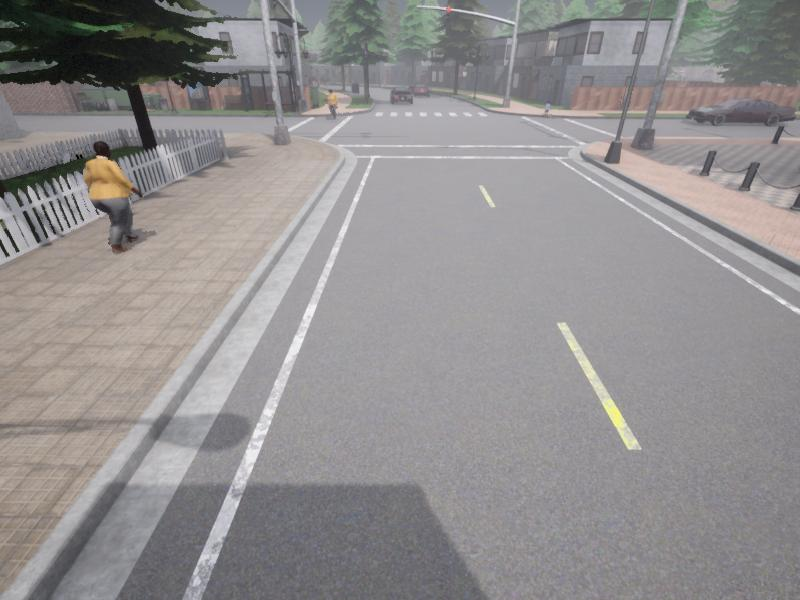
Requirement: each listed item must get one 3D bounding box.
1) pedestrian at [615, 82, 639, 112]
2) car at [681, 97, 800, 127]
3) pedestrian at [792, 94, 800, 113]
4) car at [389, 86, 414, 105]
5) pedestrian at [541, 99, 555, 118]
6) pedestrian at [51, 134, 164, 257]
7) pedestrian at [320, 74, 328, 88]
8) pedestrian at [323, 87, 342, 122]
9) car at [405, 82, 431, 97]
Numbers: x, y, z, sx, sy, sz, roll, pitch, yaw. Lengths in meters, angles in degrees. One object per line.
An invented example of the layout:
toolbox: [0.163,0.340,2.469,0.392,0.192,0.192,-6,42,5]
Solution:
pedestrian: [16.300,-14.571,28.746,0.751,1.860,0.751,-3,30,-5]
car: [20.208,-11.134,23.674,5.357,1.411,2.033,2,30,3]
pedestrian: [28.962,-14.361,28.387,0.751,1.860,0.751,1,30,2]
car: [0.085,-19.207,37.486,1.994,1.385,4.181,-2,30,-4]
pedestrian: [9.856,-12.723,26.637,0.500,1.100,0.500,-6,31,-10]
pedestrian: [-4.932,-1.782,6.869,0.751,1.860,0.751,8,31,13]
pedestrian: [-12.171,-35.145,64.245,0.751,1.860,0.751,-22,37,-33]
pedestrian: [-4.199,-12.244,25.061,0.751,1.860,0.751,10,32,16]
car: [2.006,-24.477,46.511,1.994,1.385,4.181,-7,31,-11]
